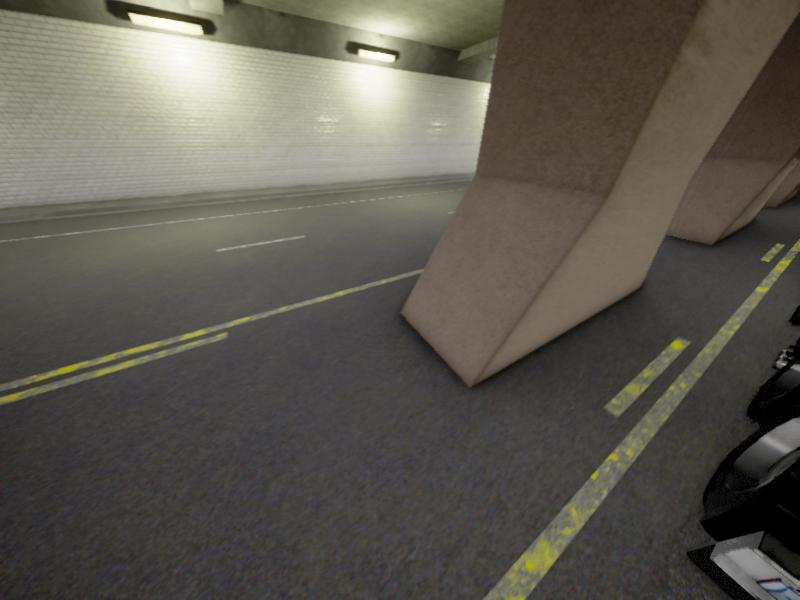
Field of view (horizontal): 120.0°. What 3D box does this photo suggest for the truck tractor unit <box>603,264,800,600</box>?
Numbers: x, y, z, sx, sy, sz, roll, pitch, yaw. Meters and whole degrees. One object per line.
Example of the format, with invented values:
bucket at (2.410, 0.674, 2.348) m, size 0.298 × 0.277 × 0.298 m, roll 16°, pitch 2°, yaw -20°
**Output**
truck tractor unit at (5.110, -0.302, 0.789) m, size 6.516 × 4.208 × 3.053 m, roll -18°, pitch 39°, yaw -24°
